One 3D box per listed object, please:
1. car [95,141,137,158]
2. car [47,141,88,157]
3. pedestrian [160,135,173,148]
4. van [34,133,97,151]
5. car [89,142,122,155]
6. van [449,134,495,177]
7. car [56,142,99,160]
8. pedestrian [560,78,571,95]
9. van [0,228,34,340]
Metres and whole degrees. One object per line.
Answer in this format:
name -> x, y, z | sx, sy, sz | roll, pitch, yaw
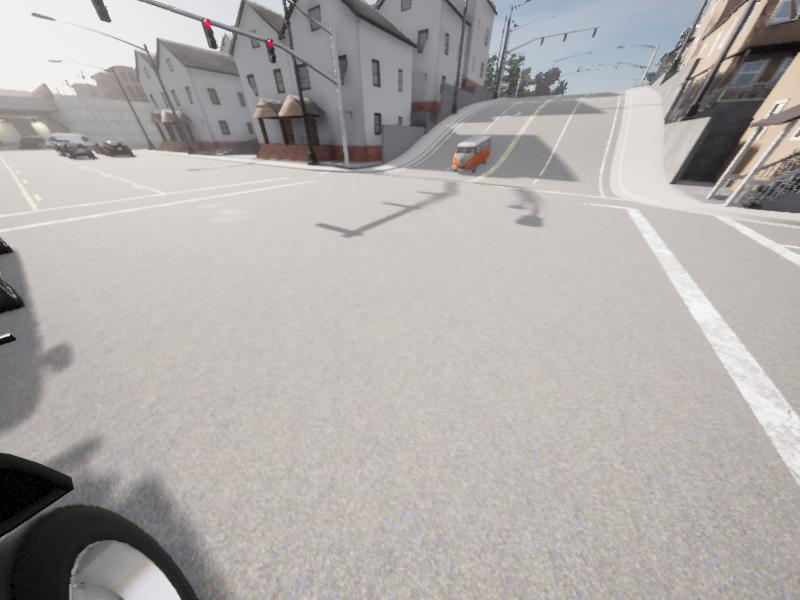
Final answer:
car -> -36.876, -19.627, 29.968 | 4.611, 1.667, 2.242 | 22, 41, 28
car -> -43.391, -19.786, 30.157 | 5.238, 1.638, 1.930 | 21, 40, 26
pedestrian -> -43.060, -29.202, 42.545 | 0.751, 1.860, 0.751 | 10, 36, 13
van -> -60.049, -28.507, 41.662 | 5.915, 2.561, 1.988 | -8, 36, -14
car -> -42.372, -21.823, 33.229 | 4.674, 1.442, 1.812 | 21, 40, 26
van -> 5.732, -11.518, 18.278 | 1.775, 1.987, 4.442 | 21, 49, 27
car -> -37.556, -17.395, 26.919 | 4.514, 1.525, 2.007 | 22, 40, 27
pedestrian -> 25.659, -33.019, 35.788 | 0.751, 1.860, 0.751 | 23, 41, 29
van -> -8.227, -1.146, 3.258 | 5.915, 2.561, 1.988 | 22, 40, 27
